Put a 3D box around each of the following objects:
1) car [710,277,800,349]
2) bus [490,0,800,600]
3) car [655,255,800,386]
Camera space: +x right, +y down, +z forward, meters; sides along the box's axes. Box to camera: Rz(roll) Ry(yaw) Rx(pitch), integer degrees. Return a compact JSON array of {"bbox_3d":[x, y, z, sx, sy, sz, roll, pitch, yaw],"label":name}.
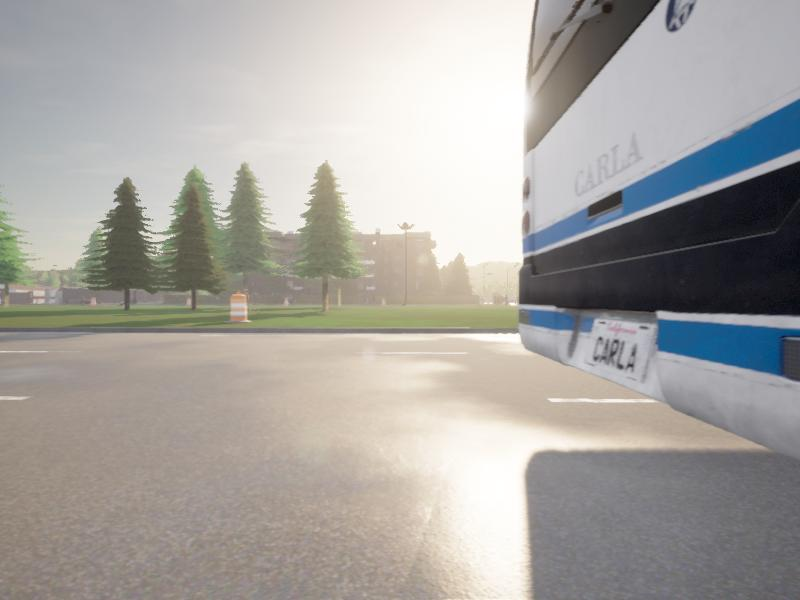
[{"bbox_3d":[9.857,0.266,9.108,4.193,1.474,1.816,0,0,1],"label":"car"},{"bbox_3d":[6.080,-1.128,2.267,10.273,4.253,3.944,0,0,1],"label":"bus"},{"bbox_3d":[6.750,0.243,5.663,4.902,1.511,2.128,0,0,1],"label":"car"}]
